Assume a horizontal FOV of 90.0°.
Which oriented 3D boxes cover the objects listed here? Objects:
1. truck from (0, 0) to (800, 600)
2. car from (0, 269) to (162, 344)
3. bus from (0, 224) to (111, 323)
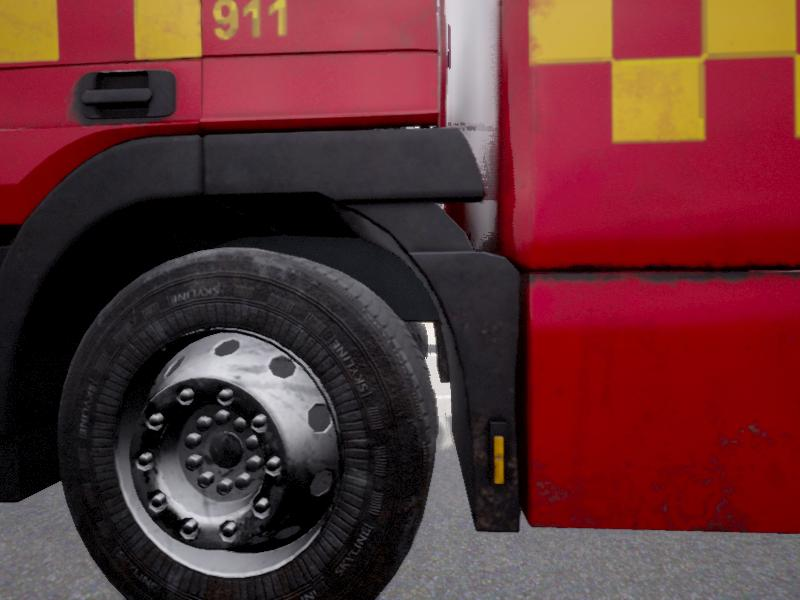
[{"bbox_3d":[2.167,-0.924,2.327,8.468,3.827,2.891,0,0,3],"label":"truck"},{"bbox_3d":[-9.057,0.156,11.186,2.242,1.667,4.611,0,0,-3],"label":"car"},{"bbox_3d":[-19.131,-1.135,18.371,3.944,4.253,10.273,0,0,2],"label":"bus"}]
